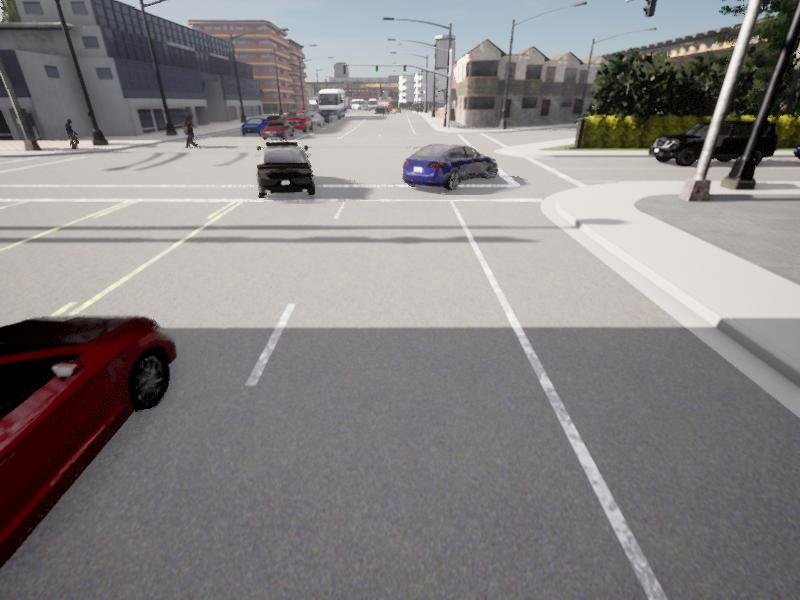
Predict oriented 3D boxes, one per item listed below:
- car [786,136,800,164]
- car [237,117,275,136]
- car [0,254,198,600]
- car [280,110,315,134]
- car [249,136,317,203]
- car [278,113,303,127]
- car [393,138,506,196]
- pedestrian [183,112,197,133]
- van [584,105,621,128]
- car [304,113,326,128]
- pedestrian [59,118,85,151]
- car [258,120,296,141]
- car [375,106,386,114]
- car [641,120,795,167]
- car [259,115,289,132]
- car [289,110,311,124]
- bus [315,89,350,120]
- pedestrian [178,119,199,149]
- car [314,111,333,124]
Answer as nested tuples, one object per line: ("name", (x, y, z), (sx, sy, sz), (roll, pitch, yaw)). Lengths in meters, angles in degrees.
("car", (23.303, -7.672, 20.572), (4.718, 1.301, 1.895), (0, 26, 0))
("car", (-14.221, -17.307, 39.785), (1.882, 1.535, 5.008), (0, 26, 0))
("car", (-3.511, 1.088, 2.957), (1.816, 1.474, 4.193), (0, 27, 0))
("car", (-10.726, -18.902, 42.395), (2.150, 2.045, 5.566), (0, 27, 0))
("car", (-4.367, -5.100, 15.083), (1.930, 1.638, 5.238), (-6, 27, -13))
("car", (-14.268, -23.484, 52.142), (1.994, 1.385, 4.181), (0, 27, 1))
("car", (2.087, -5.418, 15.875), (2.163, 1.488, 4.792), (19, 32, 33))
("pedestrian", (-20.628, -17.434, 39.358), (0.751, 1.860, 0.751), (-7, 27, -14))
("van", (26.458, -23.991, 52.269), (1.988, 2.561, 5.915), (23, 35, 39))
("car", (-10.776, -22.846, 50.814), (1.812, 1.442, 4.674), (0, 27, 0))
("pedestrian", (-20.769, -10.509, 25.360), (0.751, 1.860, 0.751), (-16, 30, -29))
("car", (-10.670, -14.918, 35.101), (1.812, 1.442, 4.674), (0, 27, 0))
("car", (-3.947, -38.755, 81.521), (1.882, 1.535, 5.008), (0, 26, 0))
("car", (15.970, -8.015, 20.428), (5.566, 2.045, 2.150), (0, 26, 0))
("car", (-14.248, -20.190, 45.594), (1.837, 1.490, 4.892), (0, 27, 0))
("car", (-14.315, -26.499, 57.738), (1.882, 1.535, 5.008), (0, 28, 0))
("bus", (-10.739, -31.875, 65.013), (3.944, 4.253, 10.273), (0, 28, 0))
("pedestrian", (-14.545, -11.409, 27.515), (0.751, 1.860, 0.751), (-17, 31, -31))
("car", (-10.808, -26.020, 56.889), (1.816, 1.474, 4.193), (0, 28, 0))
